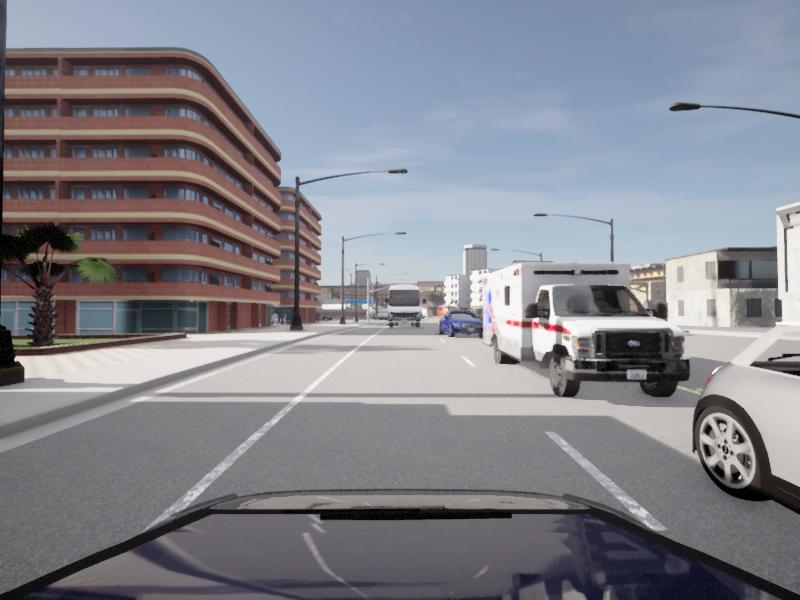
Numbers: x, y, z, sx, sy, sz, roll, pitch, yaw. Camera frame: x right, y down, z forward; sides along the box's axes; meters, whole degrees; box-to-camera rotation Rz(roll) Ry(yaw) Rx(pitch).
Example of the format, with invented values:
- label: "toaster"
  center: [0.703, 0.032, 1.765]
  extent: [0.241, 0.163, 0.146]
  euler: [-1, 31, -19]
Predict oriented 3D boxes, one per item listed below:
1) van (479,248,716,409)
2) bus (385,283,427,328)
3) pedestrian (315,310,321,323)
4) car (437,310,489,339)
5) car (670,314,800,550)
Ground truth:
- label: "van"
  center: [3.611, 0.460, 9.229]
  extent: [2.351, 2.431, 6.366]
  euler: [0, -1, 1]
- label: "bus"
  center: [0.595, 0.741, 42.496]
  extent: [3.944, 4.253, 10.273]
  euler: [0, -2, 1]
- label: "pedestrian"
  center: [-11.791, 2.399, 57.539]
  extent: [0.751, 1.860, 0.751]
  euler: [0, -1, -6]
- label: "car"
  center: [3.317, 1.280, 21.988]
  extent: [1.812, 1.442, 4.674]
  euler: [0, -2, -5]
- label: "car"
  center: [3.537, 0.858, 1.899]
  extent: [1.970, 1.475, 3.806]
  euler: [0, 0, 1]
